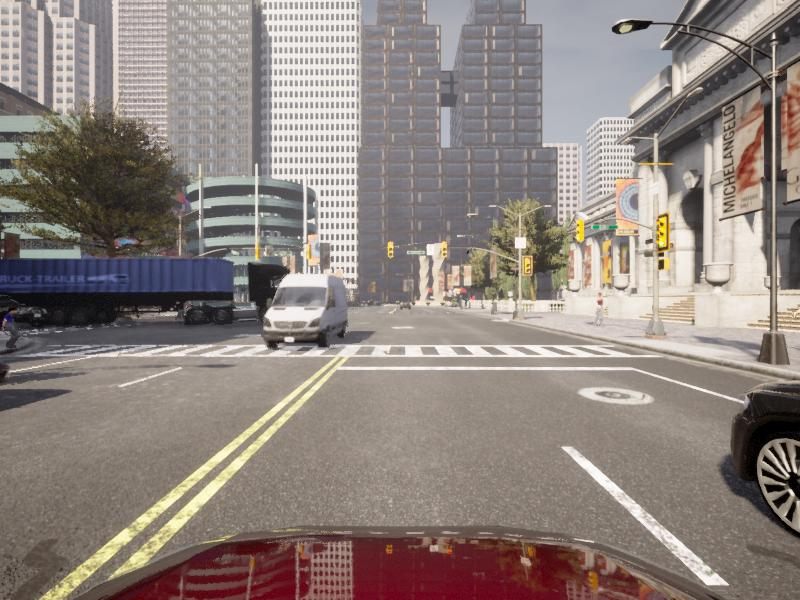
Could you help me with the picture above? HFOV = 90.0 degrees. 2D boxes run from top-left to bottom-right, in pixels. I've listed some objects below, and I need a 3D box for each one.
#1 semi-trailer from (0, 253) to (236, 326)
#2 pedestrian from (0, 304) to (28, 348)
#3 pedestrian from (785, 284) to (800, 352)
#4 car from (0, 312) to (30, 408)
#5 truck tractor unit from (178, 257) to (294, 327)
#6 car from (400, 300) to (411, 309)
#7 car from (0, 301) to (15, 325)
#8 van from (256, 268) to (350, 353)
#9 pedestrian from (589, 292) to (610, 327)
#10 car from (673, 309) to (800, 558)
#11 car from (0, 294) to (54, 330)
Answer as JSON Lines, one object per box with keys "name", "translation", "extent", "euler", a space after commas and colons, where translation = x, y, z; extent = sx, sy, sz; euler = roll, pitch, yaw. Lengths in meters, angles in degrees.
{"name": "semi-trailer", "translation": [-18.239, -0.618, 25.620], "extent": [14.254, 4.402, 2.717], "euler": [0, 0, -1]}
{"name": "pedestrian", "translation": [-11.907, 0.765, 12.131], "extent": [0.751, 1.300, 0.751], "euler": [0, 0, -28]}
{"name": "pedestrian", "translation": [11.300, 0.485, 10.972], "extent": [0.751, 1.860, 0.751], "euler": [0, 0, 8]}
{"name": "car", "translation": [-6.957, 0.894, 3.715], "extent": [2.033, 1.411, 5.357], "euler": [0, 0, 1]}
{"name": "truck tractor unit", "translation": [-10.366, -0.525, 26.114], "extent": [6.516, 4.208, 3.053], "euler": [0, 0, -11]}
{"name": "car", "translation": [0.952, 0.788, 69.436], "extent": [1.851, 1.617, 3.988], "euler": [0, 0, 1]}
{"name": "car", "translation": [-27.649, 0.858, 25.235], "extent": [4.792, 1.488, 2.163], "euler": [0, 1, 3]}
{"name": "van", "translation": [-3.296, 0.321, 14.990], "extent": [1.988, 2.561, 5.915], "euler": [0, 0, 1]}
{"name": "pedestrian", "translation": [10.665, 0.485, 21.369], "extent": [0.751, 1.860, 0.751], "euler": [0, 0, 0]}
{"name": "car", "translation": [3.511, 0.836, 1.169], "extent": [2.128, 1.511, 4.902], "euler": [0, 0, 1]}
{"name": "car", "translation": [-21.904, 0.654, 21.732], "extent": [4.605, 1.855, 1.932], "euler": [0, 0, 2]}
